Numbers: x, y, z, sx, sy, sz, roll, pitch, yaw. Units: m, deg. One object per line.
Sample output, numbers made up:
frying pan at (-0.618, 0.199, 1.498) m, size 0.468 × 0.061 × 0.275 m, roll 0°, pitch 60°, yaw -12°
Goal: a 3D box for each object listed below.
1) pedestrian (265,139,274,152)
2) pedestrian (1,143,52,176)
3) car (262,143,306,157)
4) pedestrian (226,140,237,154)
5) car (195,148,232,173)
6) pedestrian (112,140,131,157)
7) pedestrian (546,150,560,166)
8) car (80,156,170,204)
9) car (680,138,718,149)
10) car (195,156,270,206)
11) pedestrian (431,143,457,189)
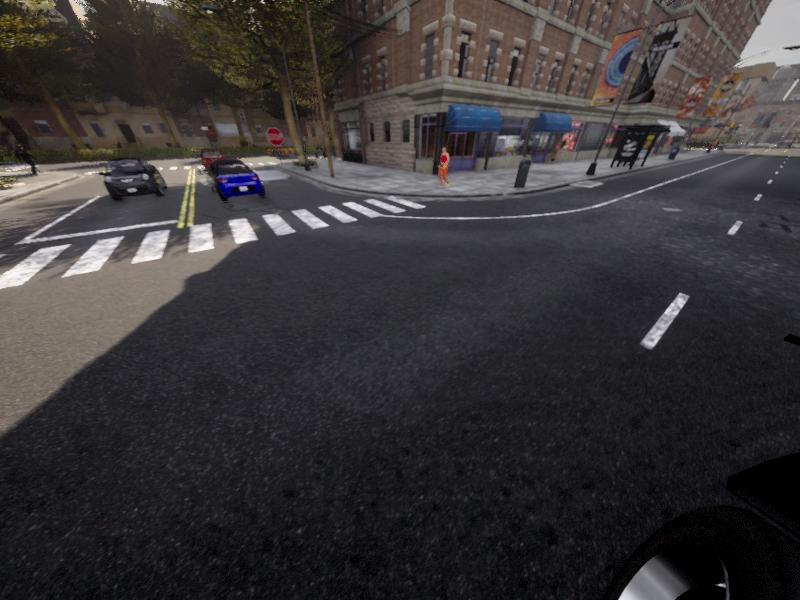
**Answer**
pedestrian at (-22.912, -26.993, 40.455) m, size 0.751 × 1.860 × 0.751 m, roll -23°, pitch 41°, yaw -28°
pedestrian at (-25.229, -9.523, 15.669) m, size 0.751 × 1.860 × 0.751 m, roll -14°, pitch 37°, yaw -18°
car at (-17.028, -22.228, 34.203) m, size 5.366 × 1.575 × 1.801 m, roll -22°, pitch 41°, yaw -28°
pedestrian at (-27.115, -24.676, 37.191) m, size 0.751 × 1.860 × 0.751 m, roll -24°, pitch 42°, yaw -30°
car at (-15.586, -11.684, 19.251) m, size 1.789 × 1.549 × 3.705 m, roll -23°, pitch 41°, yaw -29°
pedestrian at (-38.169, -20.745, 31.678) m, size 0.751 × 1.860 × 0.751 m, roll -22°, pitch 41°, yaw -28°
pedestrian at (13.302, -12.362, 20.126) m, size 0.500 × 1.100 × 0.500 m, roll -20°, pitch 40°, yaw -26°
car at (-12.614, -5.832, 10.947) m, size 1.845 × 1.501 × 3.633 m, roll -23°, pitch 41°, yaw -29°
car at (65.850, -34.559, 50.951) m, size 1.932 × 1.855 × 4.605 m, roll -21°, pitch 40°, yaw -27°
car at (-7.887, -5.717, 10.803) m, size 1.816 × 1.474 × 4.193 m, roll -26°, pitch 43°, yaw -32°
pedestrian at (2.095, -6.442, 11.130) m, size 0.751 × 1.860 × 0.751 m, roll -26°, pitch 42°, yaw -31°
